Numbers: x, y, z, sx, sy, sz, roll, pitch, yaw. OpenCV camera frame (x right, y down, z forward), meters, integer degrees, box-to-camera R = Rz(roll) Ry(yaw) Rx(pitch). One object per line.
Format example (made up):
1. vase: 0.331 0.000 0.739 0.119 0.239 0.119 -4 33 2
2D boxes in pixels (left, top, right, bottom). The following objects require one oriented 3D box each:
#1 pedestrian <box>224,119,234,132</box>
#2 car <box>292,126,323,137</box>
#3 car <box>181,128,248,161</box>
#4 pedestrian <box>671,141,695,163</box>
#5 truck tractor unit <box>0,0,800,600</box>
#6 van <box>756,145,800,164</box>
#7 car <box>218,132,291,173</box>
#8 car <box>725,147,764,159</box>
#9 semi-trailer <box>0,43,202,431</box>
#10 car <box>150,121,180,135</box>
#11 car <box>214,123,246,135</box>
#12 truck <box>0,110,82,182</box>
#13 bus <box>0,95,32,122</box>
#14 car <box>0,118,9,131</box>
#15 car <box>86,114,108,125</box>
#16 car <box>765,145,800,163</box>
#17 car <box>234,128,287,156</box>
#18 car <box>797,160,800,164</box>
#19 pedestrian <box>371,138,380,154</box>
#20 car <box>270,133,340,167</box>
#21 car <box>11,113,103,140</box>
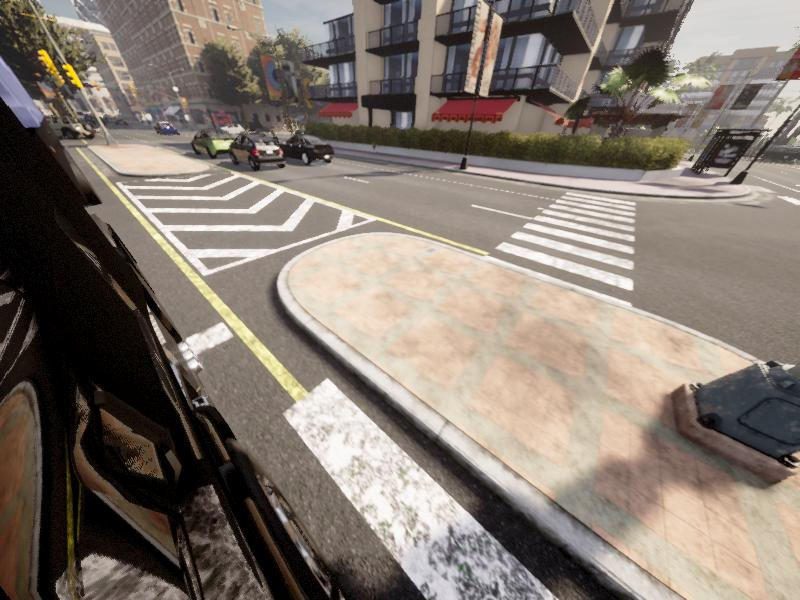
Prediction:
1. pedestrian: -33.133 -33.775 44.701 0.751 1.860 0.751 -6 38 -12
2. car: -17.485 -32.022 43.936 2.163 1.488 4.792 28 44 29
3. car: -12.922 -10.904 16.082 4.514 1.525 2.007 28 44 30
4. pedestrian: 29.782 -15.568 24.324 0.751 1.860 0.751 31 45 32
5. truck tractor unit: -2.645 -0.295 0.351 6.516 4.208 3.053 28 44 30
6. van: 55.165 -21.219 33.582 1.775 1.987 4.442 24 42 25
7. car: -8.179 -8.394 13.011 3.705 1.549 1.789 28 44 30
8. car: 60.313 -25.892 40.607 1.994 1.385 4.181 17 39 18
9. semi-trailer: -8.707 -3.601 4.217 14.254 4.402 2.717 28 44 30
10. car: -33.756 -24.696 33.199 3.806 1.475 1.970 28 44 30
11. car: -27.873 -28.085 38.024 1.845 1.501 3.633 28 44 29
12. truck: -16.525 -6.793 9.914 6.274 2.098 2.390 28 44 30
13. bus: -84.039 -40.914 49.386 10.273 4.253 3.944 28 44 30
14. car: -49.261 -21.226 27.585 5.008 1.535 1.882 28 44 30
15. car: -66.056 -39.289 50.307 4.605 1.855 1.932 28 44 30
16. car: 61.351 -22.819 36.044 2.150 2.045 5.566 20 40 21
17. car: -11.273 -12.803 18.643 3.988 1.617 1.851 28 44 30
18. car: 56.963 -18.854 30.844 2.152 1.651 5.027 25 42 27
19. pedestrian: -2.168 -13.565 20.340 0.500 1.100 0.500 28 44 30
20. car: -6.422 -10.176 15.538 4.892 1.490 1.837 28 44 30
21. car: -32.655 -16.625 22.196 4.605 1.855 1.932 -1 37 -5
